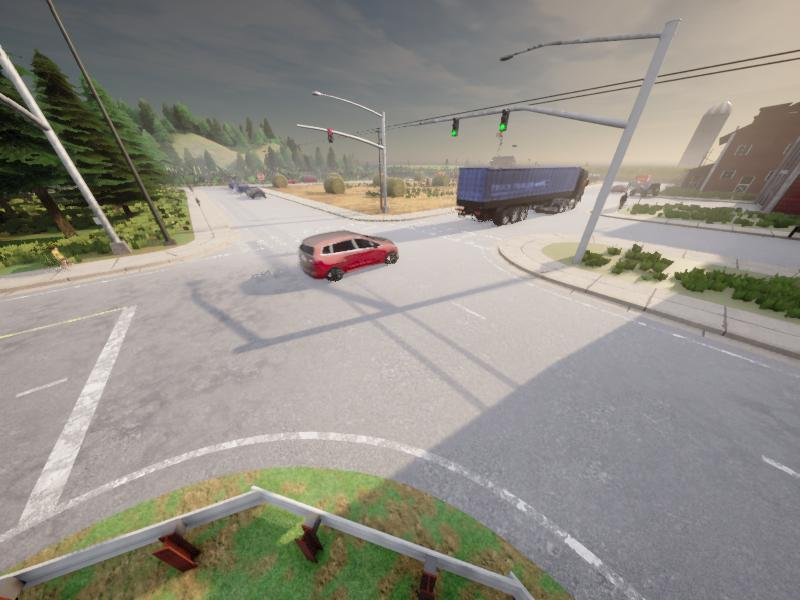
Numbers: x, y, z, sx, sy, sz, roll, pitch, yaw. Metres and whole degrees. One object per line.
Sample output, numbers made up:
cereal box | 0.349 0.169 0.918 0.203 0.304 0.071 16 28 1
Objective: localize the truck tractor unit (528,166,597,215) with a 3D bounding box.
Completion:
truck tractor unit | 17.149 -11.756 24.427 6.516 4.208 3.053 -23 37 -34

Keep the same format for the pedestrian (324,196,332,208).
pedestrian | -8.069 -10.969 25.894 0.500 1.100 0.500 -24 38 -35

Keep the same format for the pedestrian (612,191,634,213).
pedestrian | 22.201 -9.779 23.020 0.751 1.860 0.751 10 31 17

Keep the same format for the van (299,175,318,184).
van | -26.055 -34.336 65.759 4.442 1.987 1.775 -21 36 -31

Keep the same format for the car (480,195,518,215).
car | 10.235 -9.931 23.957 3.633 1.501 1.845 -23 37 -34

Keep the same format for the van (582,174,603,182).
van | 61.962 -39.389 74.532 2.069 2.038 4.480 -23 37 -34

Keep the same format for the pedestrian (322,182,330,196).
pedestrian | -11.562 -17.406 36.246 0.751 1.860 0.751 -17 34 -26

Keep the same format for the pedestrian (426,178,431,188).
pedestrian | 6.017 -25.028 49.424 0.751 1.860 0.751 15 33 24

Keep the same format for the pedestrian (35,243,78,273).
pedestrian | -14.744 -1.796 9.952 0.500 1.100 0.500 -18 35 -28

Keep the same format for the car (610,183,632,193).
car | 40.976 -20.705 42.788 4.181 1.385 1.994 -23 37 -34

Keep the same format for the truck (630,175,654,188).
truck | 57.063 -28.068 54.443 5.204 2.467 2.627 -23 37 -34

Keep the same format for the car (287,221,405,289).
car | -2.251 -2.324 10.677 4.611 1.667 2.242 -23 37 -34

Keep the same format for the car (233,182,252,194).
car | -29.141 -20.729 42.715 1.882 1.535 5.008 -22 37 -33

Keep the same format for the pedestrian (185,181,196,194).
pedestrian | -35.540 -19.106 39.228 0.751 1.860 0.751 -20 35 -30

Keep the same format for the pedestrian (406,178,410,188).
pedestrian | 1.646 -25.078 49.510 0.751 1.860 0.751 -2 30 -4

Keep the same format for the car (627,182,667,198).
car | 37.519 -16.849 35.271 1.905 1.878 3.866 -2 28 9

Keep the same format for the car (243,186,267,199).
car | -22.469 -16.681 35.703 2.038 1.542 4.974 -22 36 -33

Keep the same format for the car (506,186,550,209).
car | 15.392 -12.350 27.640 5.566 2.045 2.150 -23 37 -34

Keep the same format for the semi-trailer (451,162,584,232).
semi-trailer | 10.789 -9.492 20.309 14.254 4.402 2.717 -19 35 -30
